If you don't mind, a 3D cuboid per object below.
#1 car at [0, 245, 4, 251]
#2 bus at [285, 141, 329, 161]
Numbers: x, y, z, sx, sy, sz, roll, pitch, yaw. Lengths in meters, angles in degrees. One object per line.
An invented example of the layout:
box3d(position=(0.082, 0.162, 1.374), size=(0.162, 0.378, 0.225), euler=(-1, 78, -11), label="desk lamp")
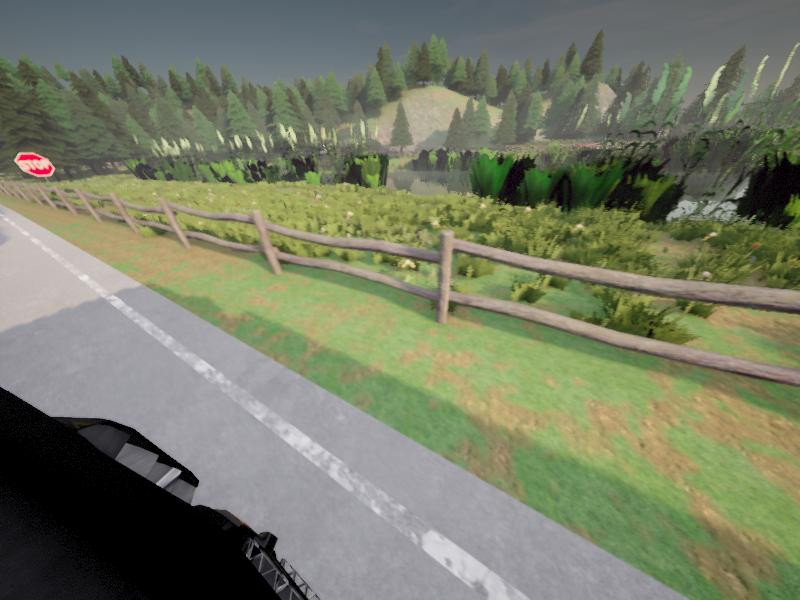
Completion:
box3d(position=(-15.123, -2.318, 7.099), size=(5.027, 1.651, 2.152), euler=(16, 38, 26), label="car")
box3d(position=(-25.469, -40.906, 63.429), size=(10.273, 4.253, 3.944), euler=(9, 35, 17), label="bus")
